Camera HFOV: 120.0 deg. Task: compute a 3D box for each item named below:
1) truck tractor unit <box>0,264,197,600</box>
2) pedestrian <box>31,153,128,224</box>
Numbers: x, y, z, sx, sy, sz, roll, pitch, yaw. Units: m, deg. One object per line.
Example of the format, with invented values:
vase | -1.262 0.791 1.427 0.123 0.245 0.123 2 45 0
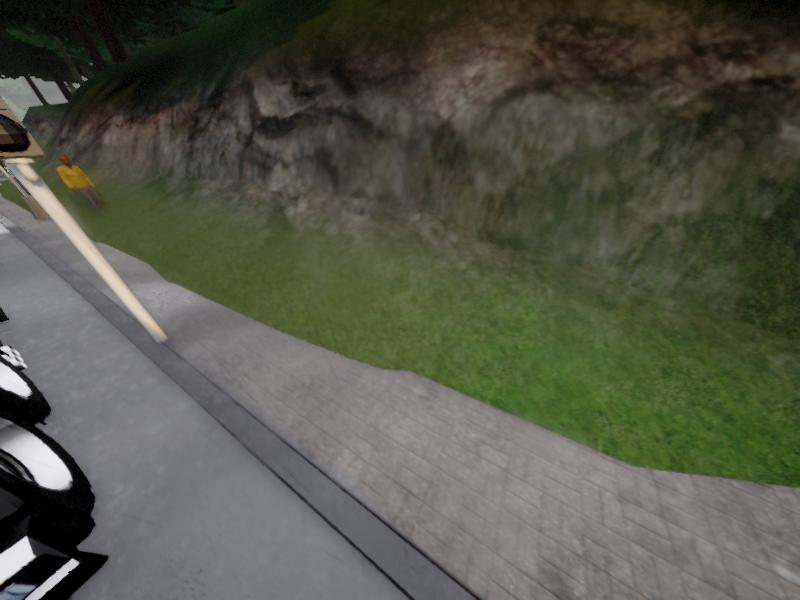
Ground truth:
truck tractor unit | -5.115 -0.297 0.782 6.516 4.208 3.053 18 39 24
pedestrian | -9.721 -3.419 7.122 0.751 1.860 0.751 8 36 11
